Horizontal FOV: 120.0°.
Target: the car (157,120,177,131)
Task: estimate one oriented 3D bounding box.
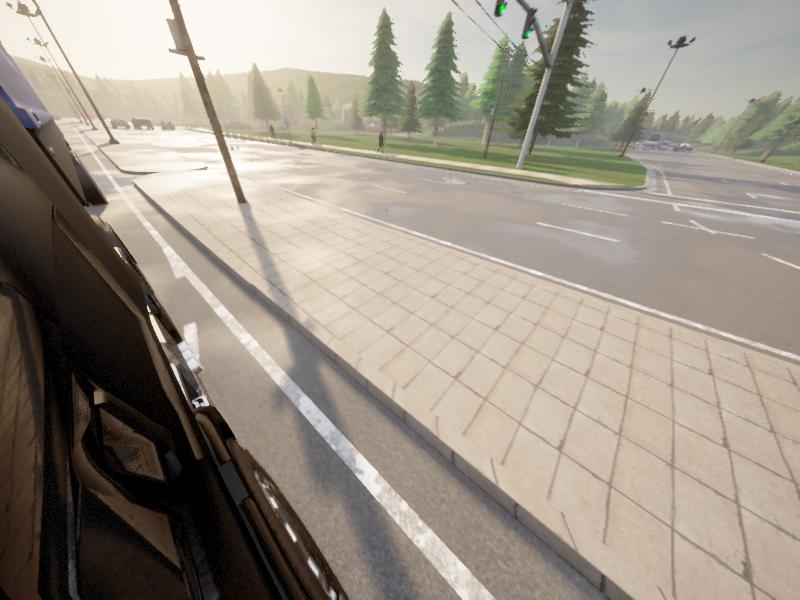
[{"bbox_3d":[-49.061,-36.793,48.629,3.988,1.617,1.851,29,44,31],"label":"car"}]

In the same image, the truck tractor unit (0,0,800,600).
[{"bbox_3d":[-2.645,-0.295,0.351,6.516,4.208,3.053,28,44,30],"label":"truck tractor unit"}]

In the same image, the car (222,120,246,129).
[{"bbox_3d":[-54.325,-57.321,75.595,2.150,2.045,5.566,29,44,31],"label":"car"}]

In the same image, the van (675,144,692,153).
[{"bbox_3d":[80.089,-42.998,65.411,2.069,2.038,4.480,30,44,31],"label":"van"}]

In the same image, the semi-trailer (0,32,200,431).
[{"bbox_3d":[-8.650,-3.631,4.283,14.254,4.402,2.717,29,44,30],"label":"semi-trailer"}]

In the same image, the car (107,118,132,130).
[{"bbox_3d":[-54.012,-34.000,44.512,5.027,1.651,2.152,29,44,31],"label":"car"}]

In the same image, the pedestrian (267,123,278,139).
[{"bbox_3d":[-18.737,-24.744,33.928,0.751,1.860,0.751,30,44,32],"label":"pedestrian"}]

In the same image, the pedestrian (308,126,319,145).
[{"bbox_3d":[-10.497,-20.017,28.112,0.751,1.860,0.751,30,45,32],"label":"pedestrian"}]

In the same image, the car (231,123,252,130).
[{"bbox_3d":[-49.311,-54.038,71.957,1.837,1.490,4.892,29,44,31],"label":"car"}]

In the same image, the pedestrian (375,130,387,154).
[{"bbox_3d":[-1.786,-15.029,21.977,0.751,1.860,0.751,31,45,32],"label":"pedestrian"}]

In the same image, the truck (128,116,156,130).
[{"bbox_3d":[-53.204,-36.518,47.560,6.274,2.098,2.390,29,44,31],"label":"truck"}]
